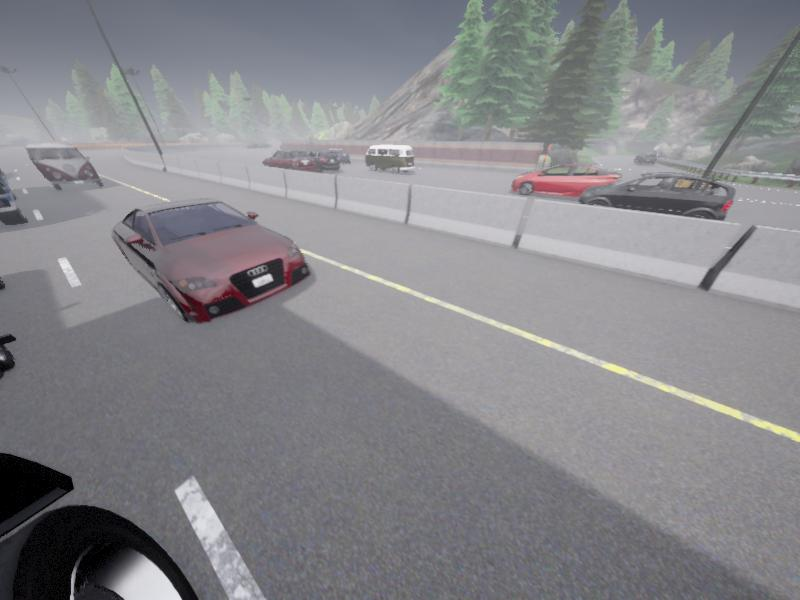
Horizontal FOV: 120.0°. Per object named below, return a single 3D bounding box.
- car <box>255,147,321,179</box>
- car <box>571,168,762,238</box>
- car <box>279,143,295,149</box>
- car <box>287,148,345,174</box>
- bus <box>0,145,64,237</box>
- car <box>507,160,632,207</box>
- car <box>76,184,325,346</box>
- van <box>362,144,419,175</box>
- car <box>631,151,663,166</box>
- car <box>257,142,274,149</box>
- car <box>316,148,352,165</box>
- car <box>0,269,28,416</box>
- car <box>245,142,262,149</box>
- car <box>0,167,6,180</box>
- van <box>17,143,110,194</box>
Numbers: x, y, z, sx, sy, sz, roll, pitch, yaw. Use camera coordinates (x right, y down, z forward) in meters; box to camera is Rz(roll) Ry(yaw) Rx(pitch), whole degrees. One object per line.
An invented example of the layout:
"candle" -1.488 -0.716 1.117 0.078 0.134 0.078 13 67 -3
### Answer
"car" -8.483 -10.463 17.527 4.553 1.767 2.097 22 40 28
"car" 8.453 -3.492 7.946 3.705 1.549 1.789 22 40 28
"car" -33.106 -45.284 67.832 1.994 1.385 4.181 10 36 13
"car" -7.465 -12.417 20.506 4.611 1.667 2.242 22 40 28
"bus" -15.603 -4.786 6.935 10.273 4.253 3.944 22 40 28
"car" 8.196 -5.997 11.622 4.514 1.525 2.007 22 40 28
"car" -3.734 -1.106 4.378 4.181 1.385 1.994 22 40 28
"van" -0.896 -12.317 20.179 4.480 2.038 2.069 22 40 28
"car" 35.370 -20.433 33.246 2.128 1.511 4.902 21 39 26
"car" -37.634 -43.262 64.733 1.845 1.501 3.633 7 35 9
"car" -7.903 -17.347 27.851 3.806 1.475 1.970 22 40 28
"car" -6.392 0.070 2.267 4.553 1.767 2.097 23 40 27
"car" -41.106 -43.555 65.087 1.789 1.549 3.705 7 35 9
"car" -27.556 -8.585 14.492 4.611 1.667 2.242 23 40 29
"van" -17.866 -7.115 12.280 4.442 1.987 1.775 22 40 28
